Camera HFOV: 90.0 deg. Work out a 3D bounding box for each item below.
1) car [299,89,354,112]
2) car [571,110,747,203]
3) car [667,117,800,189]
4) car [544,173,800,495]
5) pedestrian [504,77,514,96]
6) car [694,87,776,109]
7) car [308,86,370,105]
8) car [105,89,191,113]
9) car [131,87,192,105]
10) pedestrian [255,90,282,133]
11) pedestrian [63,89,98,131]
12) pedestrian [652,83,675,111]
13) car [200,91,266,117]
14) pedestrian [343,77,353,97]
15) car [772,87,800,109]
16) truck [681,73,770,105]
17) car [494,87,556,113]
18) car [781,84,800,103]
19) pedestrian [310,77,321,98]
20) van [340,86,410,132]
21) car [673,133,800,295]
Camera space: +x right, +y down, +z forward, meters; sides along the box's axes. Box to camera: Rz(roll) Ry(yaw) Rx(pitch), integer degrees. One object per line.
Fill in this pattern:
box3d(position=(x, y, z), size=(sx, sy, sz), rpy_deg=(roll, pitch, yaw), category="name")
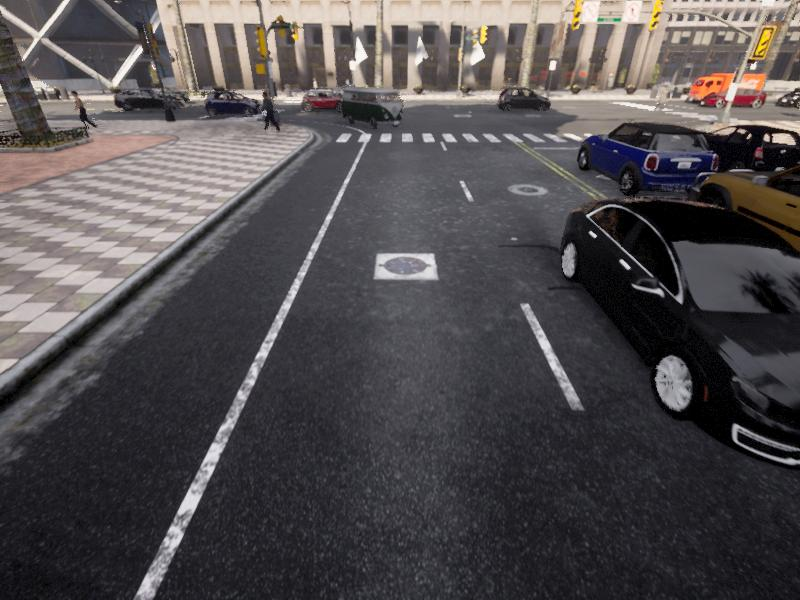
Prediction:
box3d(position=(-5.611, -15.438, 30.969), size=(3.806, 1.475, 1.970), rpy_deg=(0, 30, 0), category="car")
box3d(position=(7.100, -4.417, 11.794), size=(2.097, 1.767, 4.553), rpy_deg=(0, 30, 0), category="car")
box3d(position=(10.609, -4.727, 12.588), size=(1.845, 1.501, 3.633), rpy_deg=(0, 30, 1), category="car")
box3d(position=(3.600, -0.274, 5.003), size=(1.837, 1.490, 4.892), rpy_deg=(0, 30, 0), category="car")
box3d(position=(12.041, -23.650, 44.300), size=(0.751, 1.860, 0.751), rpy_deg=(3, 30, 5), category="pedestrian")
box3d(position=(28.154, -17.079, 33.785), size=(4.792, 1.488, 2.163), rpy_deg=(0, 30, 0), category="car")
box3d(position=(-5.575, -18.965, 37.087), size=(5.357, 1.411, 2.033), rpy_deg=(0, 30, 0), category="car")
box3d(position=(-19.255, -15.366, 30.807), size=(4.902, 1.511, 2.128), rpy_deg=(-2, 30, -4), category="car")
box3d(position=(-21.797, -18.775, 36.783), size=(4.181, 1.385, 1.994), rpy_deg=(-3, 30, -5), category="car")
box3d(position=(-6.434, -9.246, 19.640), size=(0.751, 1.860, 0.751), rpy_deg=(2, 30, 4), category="pedestrian")
box3d(position=(-16.241, -9.692, 20.400), size=(0.751, 1.860, 0.751), rpy_deg=(-14, 33, -22), category="pedestrian")
box3d(position=(20.625, -15.904, 31.347), size=(0.751, 1.860, 0.751), rpy_deg=(0, 30, 0), category="pedestrian")
box3d(position=(-11.575, -13.688, 27.920), size=(3.633, 1.501, 1.845), rpy_deg=(0, 30, -1), category="car")
box3d(position=(-5.689, -23.323, 43.735), size=(0.751, 1.860, 0.751), rpy_deg=(-14, 33, -22), category="pedestrian")
box3d(position=(34.395, -17.048, 33.738), size=(3.806, 1.475, 1.970), rpy_deg=(0, 30, 0), category="car")
box3d(position=(29.547, -19.265, 36.547), size=(5.204, 2.467, 2.627), rpy_deg=(0, 30, 0), category="truck")
box3d(position=(9.558, -15.453, 30.868), size=(3.988, 1.617, 1.851), rpy_deg=(0, 30, 0), category="car")
box3d(position=(41.227, -20.391, 39.462), size=(4.792, 1.488, 2.163), rpy_deg=(0, 30, 0), category="car")
box3d(position=(-8.750, -22.082, 41.610), size=(0.751, 1.860, 0.751), rpy_deg=(-16, 34, -25), category="pedestrian")
box3d(position=(-1.492, -10.903, 22.704), size=(1.775, 1.987, 4.442), rpy_deg=(-20, 36, -31), category="van")
box3d(position=(7.093, -1.401, 6.549), size=(1.932, 1.855, 4.605), rpy_deg=(0, 30, 0), category="car")
